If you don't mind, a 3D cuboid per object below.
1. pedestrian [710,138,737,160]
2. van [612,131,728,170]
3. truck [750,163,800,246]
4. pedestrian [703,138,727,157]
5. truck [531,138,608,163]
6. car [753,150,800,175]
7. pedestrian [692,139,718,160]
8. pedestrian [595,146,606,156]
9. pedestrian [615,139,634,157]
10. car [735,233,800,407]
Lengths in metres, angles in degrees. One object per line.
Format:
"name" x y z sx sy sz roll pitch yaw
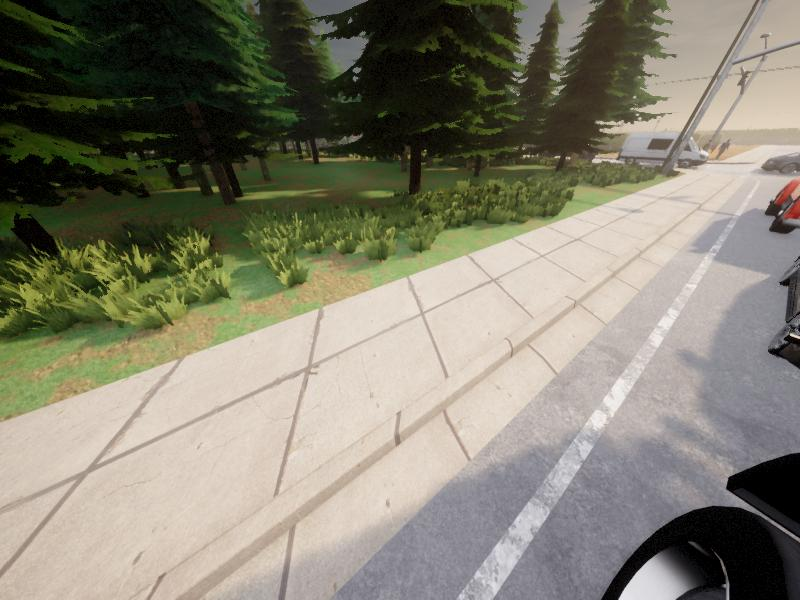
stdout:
"pedestrian" 33.562 -15.660 24.003 0.751 1.860 0.751 22 41 28
"van" 23.392 -13.297 20.474 1.988 2.561 5.915 -22 41 -28
"truck" 12.430 -3.015 5.962 5.204 2.467 2.627 -23 41 -28
"pedestrian" 37.199 -18.018 27.322 0.751 1.860 0.751 21 40 27
"truck" 18.768 -16.914 26.019 2.390 2.098 6.274 -22 41 -28
"car" 29.307 -9.725 16.357 4.181 1.385 1.994 16 38 22
"pedestrian" 31.600 -15.623 23.974 0.751 1.860 0.751 -22 40 -27
"pedestrian" 25.767 -19.145 29.700 0.500 1.100 0.500 -20 40 -25
"pedestrian" 27.337 -18.533 28.155 0.751 1.860 0.751 -20 40 -25
"car" 6.439 -0.041 2.635 4.902 1.511 2.128 -22 41 -28
